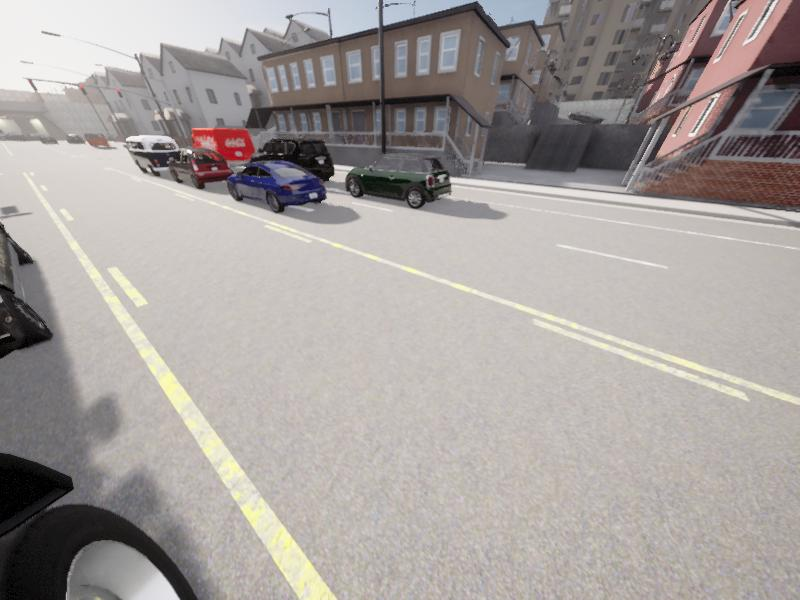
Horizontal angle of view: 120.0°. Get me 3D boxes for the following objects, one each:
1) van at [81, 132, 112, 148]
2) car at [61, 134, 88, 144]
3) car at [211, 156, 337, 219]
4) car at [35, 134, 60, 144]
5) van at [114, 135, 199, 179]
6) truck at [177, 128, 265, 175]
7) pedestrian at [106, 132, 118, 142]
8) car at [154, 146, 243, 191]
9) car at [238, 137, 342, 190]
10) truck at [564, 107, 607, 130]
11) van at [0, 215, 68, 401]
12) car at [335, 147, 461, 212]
[{"bbox_3d":[-48.987,-25.782,37.262,4.442,1.987,1.775,23,41,28],"label":"van"},{"bbox_3d":[-67.539,-33.405,47.935,4.611,1.667,2.242,23,41,28],"label":"car"},{"bbox_3d":[-4.774,-4.441,8.749,4.674,1.442,1.812,23,41,28],"label":"car"},{"bbox_3d":[-69.709,-31.791,45.705,4.514,1.525,2.007,23,41,28],"label":"car"},{"bbox_3d":[-15.377,-9.157,14.622,4.480,2.038,2.069,23,41,28],"label":"van"},{"bbox_3d":[-12.562,-10.550,16.265,5.204,2.467,2.627,24,41,29],"label":"truck"},{"bbox_3d":[-63.306,-35.817,50.833,0.751,1.860,0.751,21,40,26],"label":"pedestrian"},{"bbox_3d":[-10.367,-6.871,11.896,3.988,1.617,1.851,23,41,28],"label":"car"},{"bbox_3d":[-6.087,-7.722,12.802,5.566,2.045,2.150,23,41,28],"label":"car"},{"bbox_3d":[36.167,-35.481,45.187,6.274,2.098,2.390,33,45,19],"label":"truck"},{"bbox_3d":[-6.814,-0.783,2.639,5.915,2.561,1.988,23,41,28],"label":"van"},{"bbox_3d":[-0.174,-5.144,9.531,4.553,1.767,2.097,23,41,28],"label":"car"}]
